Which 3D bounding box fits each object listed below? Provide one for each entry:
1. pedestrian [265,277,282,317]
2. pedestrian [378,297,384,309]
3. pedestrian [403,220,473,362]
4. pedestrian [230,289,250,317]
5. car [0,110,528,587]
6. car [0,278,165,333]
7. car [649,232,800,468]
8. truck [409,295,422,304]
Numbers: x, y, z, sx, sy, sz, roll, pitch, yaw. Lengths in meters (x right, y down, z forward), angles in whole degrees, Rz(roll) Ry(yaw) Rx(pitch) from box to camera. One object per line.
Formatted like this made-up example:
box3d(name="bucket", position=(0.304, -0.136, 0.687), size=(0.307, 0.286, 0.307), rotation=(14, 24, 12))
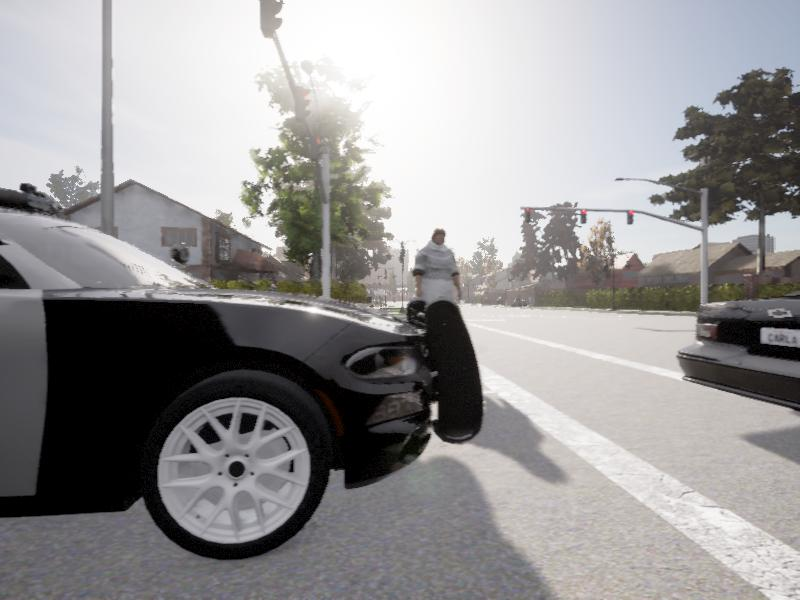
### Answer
box3d(name="pedestrian", position=(-6.028, -0.129, 19.076), size=(0.751, 1.860, 0.751), rotation=(0, 0, -16))
box3d(name="pedestrian", position=(-1.659, 0.262, 34.874), size=(0.500, 1.100, 0.500), rotation=(0, 0, -4))
box3d(name="pedestrian", position=(0.518, -0.117, 5.698), size=(0.751, 1.860, 0.751), rotation=(0, 0, -19))
box3d(name="pedestrian", position=(-7.751, 0.149, 19.447), size=(0.751, 1.300, 0.751), rotation=(0, 0, -7))
box3d(name="car", position=(-2.202, 0.166, 2.261), size=(5.238, 1.638, 1.930), rotation=(0, 0, -6))
box3d(name="car", position=(-10.797, 0.161, 12.996), size=(5.027, 1.651, 2.152), rotation=(0, 0, -5))
box3d(name="car", position=(5.035, 0.300, 2.882), size=(5.357, 1.411, 2.033), rotation=(0, 0, -5))
box3d(name="truck", position=(3.881, -0.194, 100.869), size=(2.390, 2.098, 6.274), rotation=(0, 0, -6))
